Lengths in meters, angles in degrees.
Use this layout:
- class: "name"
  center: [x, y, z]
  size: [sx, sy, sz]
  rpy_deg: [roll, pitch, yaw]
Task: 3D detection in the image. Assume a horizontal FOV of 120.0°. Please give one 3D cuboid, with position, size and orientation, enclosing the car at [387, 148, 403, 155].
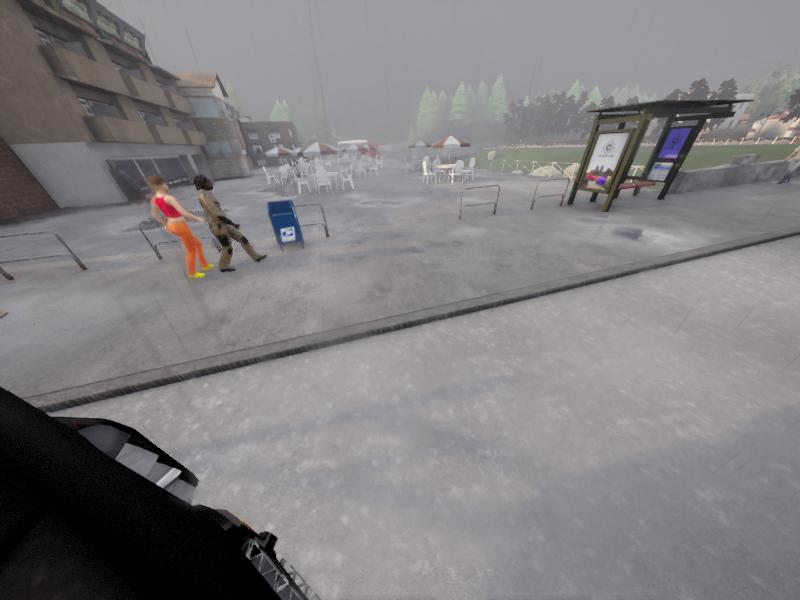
- class: "car"
  center: [-1.616, -48.859, 75.944]
  size: [4.856, 1.649, 2.033]
  rpy_deg: [-12, 35, -13]

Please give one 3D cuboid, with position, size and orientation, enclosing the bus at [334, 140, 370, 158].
- class: "bus"
  center: [-15.595, -49.300, 75.373]
  size: [10.273, 4.253, 3.944]
  rpy_deg: [-12, 35, -13]

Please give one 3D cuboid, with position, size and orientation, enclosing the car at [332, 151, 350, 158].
- class: "car"
  center: [-18.353, -45.353, 72.081]
  size: [4.974, 1.542, 2.038]
  rpy_deg: [-12, 35, -13]

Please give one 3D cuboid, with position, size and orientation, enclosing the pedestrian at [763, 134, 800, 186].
- class: "pedestrian"
  center: [16.133, -5.680, 9.262]
  size: [0.751, 1.860, 0.751]
  rpy_deg: [-12, 35, -13]

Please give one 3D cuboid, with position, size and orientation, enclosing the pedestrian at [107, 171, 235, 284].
- class: "pedestrian"
  center: [-4.151, -1.336, 4.376]
  size: [0.751, 1.860, 0.751]
  rpy_deg: [10, 36, 18]

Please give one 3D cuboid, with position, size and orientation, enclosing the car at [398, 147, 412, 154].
- class: "car"
  center: [1.699, -51.928, 80.157]
  size: [4.553, 1.767, 2.097]
  rpy_deg: [-12, 35, -13]

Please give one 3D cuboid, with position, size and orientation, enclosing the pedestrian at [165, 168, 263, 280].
- class: "pedestrian"
  center: [-3.436, -1.461, 4.506]
  size: [0.751, 1.860, 0.751]
  rpy_deg: [-18, 36, -21]

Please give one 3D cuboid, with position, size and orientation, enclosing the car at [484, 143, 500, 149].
- class: "car"
  center: [33.318, -56.126, 84.036]
  size: [4.856, 1.649, 2.033]
  rpy_deg: [-12, 35, -13]

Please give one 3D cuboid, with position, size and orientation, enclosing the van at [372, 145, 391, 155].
- class: "van"
  center: [-6.249, -50.611, 78.103]
  size: [5.915, 2.561, 1.988]
  rpy_deg: [-12, 35, -13]

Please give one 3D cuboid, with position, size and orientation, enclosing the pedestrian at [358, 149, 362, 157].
- class: "pedestrian"
  center: [-11.709, -43.354, 68.112]
  size: [0.751, 1.860, 0.751]
  rpy_deg: [1, 34, 6]
